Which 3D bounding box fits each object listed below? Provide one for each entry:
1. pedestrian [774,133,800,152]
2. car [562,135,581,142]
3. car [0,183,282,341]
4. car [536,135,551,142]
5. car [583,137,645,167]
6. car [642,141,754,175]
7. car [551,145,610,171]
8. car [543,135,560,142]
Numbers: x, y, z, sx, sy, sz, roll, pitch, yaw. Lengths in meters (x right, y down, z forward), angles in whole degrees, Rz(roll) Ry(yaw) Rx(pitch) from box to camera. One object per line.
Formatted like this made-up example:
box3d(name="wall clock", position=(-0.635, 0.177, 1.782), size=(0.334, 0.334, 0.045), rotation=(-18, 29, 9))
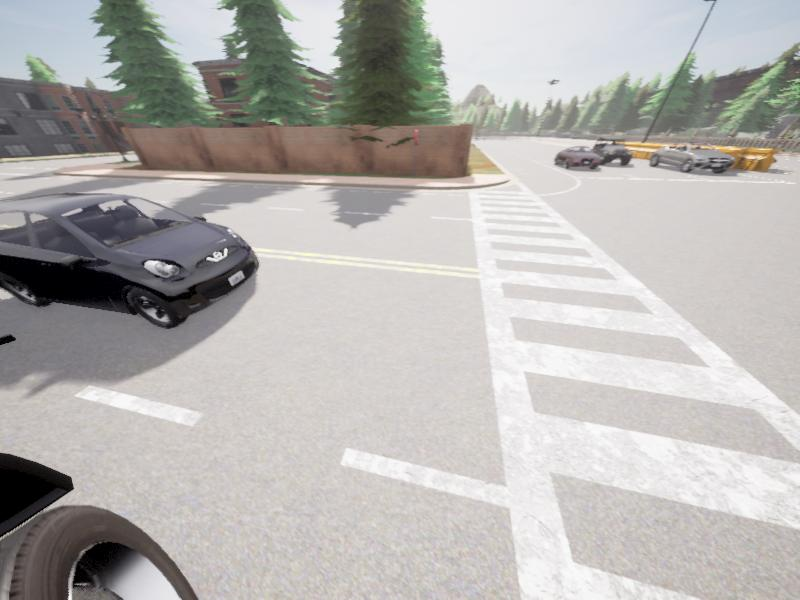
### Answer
box3d(name="pedestrian", position=(47.607, -19.329, 28.354), size=(0.751, 1.860, 0.751), rotation=(8, 37, 11))
box3d(name="car", position=(46.467, -43.750, 62.686), size=(1.837, 1.490, 4.892), rotation=(4, 36, 6))
box3d(name="car", position=(-4.276, -0.802, 3.643), size=(3.633, 1.501, 1.845), rotation=(7, 36, 9))
box3d(name="car", position=(39.603, -44.644, 63.974), size=(1.970, 1.475, 3.806), rotation=(4, 36, 6))
box3d(name="car", position=(17.665, -12.523, 19.396), size=(1.905, 1.878, 3.866), rotation=(7, 37, 10))
box3d(name="car", position=(20.404, -10.133, 16.311), size=(2.152, 1.651, 5.027), rotation=(7, 37, 10))
box3d(name="car", position=(13.603, -10.994, 17.753), size=(1.994, 1.385, 4.181), rotation=(7, 37, 10))
box3d(name="car", position=(43.371, -46.306, 66.205), size=(2.038, 1.542, 4.974), rotation=(3, 36, 4))
